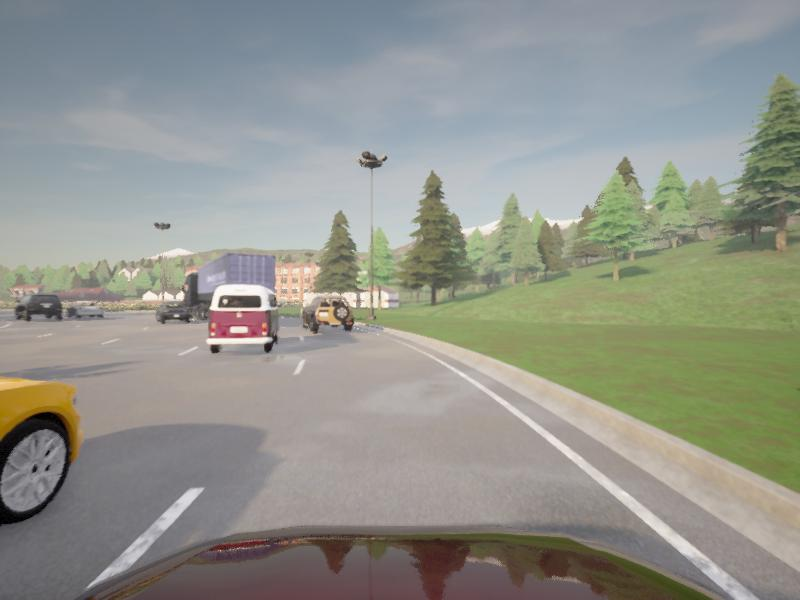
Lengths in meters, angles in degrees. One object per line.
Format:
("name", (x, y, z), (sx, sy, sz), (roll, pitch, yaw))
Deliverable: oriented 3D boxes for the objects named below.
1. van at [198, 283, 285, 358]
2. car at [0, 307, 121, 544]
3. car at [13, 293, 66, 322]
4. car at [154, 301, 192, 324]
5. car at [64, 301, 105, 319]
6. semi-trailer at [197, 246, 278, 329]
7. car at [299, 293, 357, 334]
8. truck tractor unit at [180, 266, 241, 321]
("van", (-4.998, 0.568, 13.254), (2.069, 2.038, 4.480), (0, 0, -14))
("car", (-3.528, 0.824, 1.272), (1.882, 1.535, 5.008), (0, 0, -1))
("car", (-28.467, 0.566, 31.500), (5.566, 2.045, 2.150), (0, -1, 38))
("car", (-16.144, 0.849, 28.373), (1.816, 1.474, 4.193), (0, 0, -36))
("car", (-27.290, 0.849, 34.585), (3.806, 1.475, 1.970), (0, 0, 38))
("semi-trailer", (-11.877, -0.632, 27.860), (2.717, 4.402, 14.254), (1, 0, -32))
("car", (-3.817, 0.646, 20.557), (1.932, 1.855, 4.605), (1, 0, -23))
("truck tractor unit", (-16.381, -0.531, 34.346), (3.053, 4.208, 6.516), (0, 0, -42))
